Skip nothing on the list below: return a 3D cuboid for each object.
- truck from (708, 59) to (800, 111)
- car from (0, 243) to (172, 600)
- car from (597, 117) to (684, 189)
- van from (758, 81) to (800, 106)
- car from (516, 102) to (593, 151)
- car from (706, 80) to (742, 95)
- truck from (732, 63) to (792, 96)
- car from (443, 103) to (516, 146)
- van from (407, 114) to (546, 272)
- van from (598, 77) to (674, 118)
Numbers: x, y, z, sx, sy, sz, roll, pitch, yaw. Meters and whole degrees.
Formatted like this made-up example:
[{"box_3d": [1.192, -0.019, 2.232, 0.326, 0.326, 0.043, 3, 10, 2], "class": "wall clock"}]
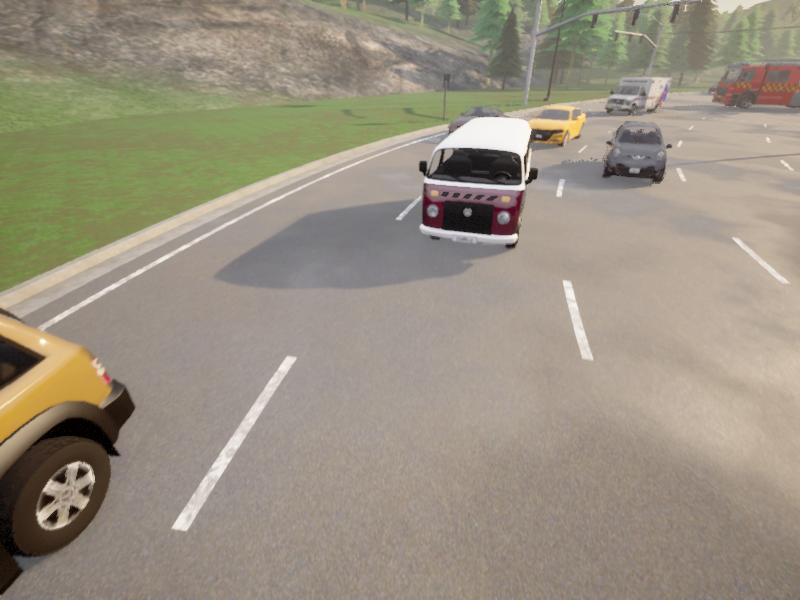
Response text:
[{"box_3d": [33.242, -18.951, 35.227, 8.468, 3.827, 2.891, 6, 31, 10], "class": "truck"}, {"box_3d": [-3.425, 1.514, 1.513, 1.932, 1.855, 4.605, 3, 30, 6], "class": "car"}, {"box_3d": [7.662, -4.911, 13.040, 1.845, 1.501, 3.633, 13, 33, 21], "class": "car"}, {"box_3d": [38.853, -21.149, 40.850, 4.480, 2.038, 2.069, -23, 38, -34], "class": "van"}, {"box_3d": [7.340, -8.262, 18.764, 1.882, 1.535, 5.008, 19, 35, 28], "class": "car"}, {"box_3d": [46.921, -30.800, 57.921, 5.027, 1.651, 2.152, -19, 36, -30], "class": "car"}, {"box_3d": [50.645, -30.885, 55.946, 8.468, 3.827, 2.891, -19, 35, -29], "class": "truck"}, {"box_3d": [3.953, -8.689, 19.606, 1.994, 1.385, 4.181, 17, 34, 26], "class": "car"}, {"box_3d": [1.802, -2.586, 8.461, 2.069, 2.038, 4.480, 9, 31, 15], "class": "van"}, {"box_3d": [18.127, -15.589, 30.605, 6.366, 2.431, 2.351, -23, 38, -35], "class": "van"}]
